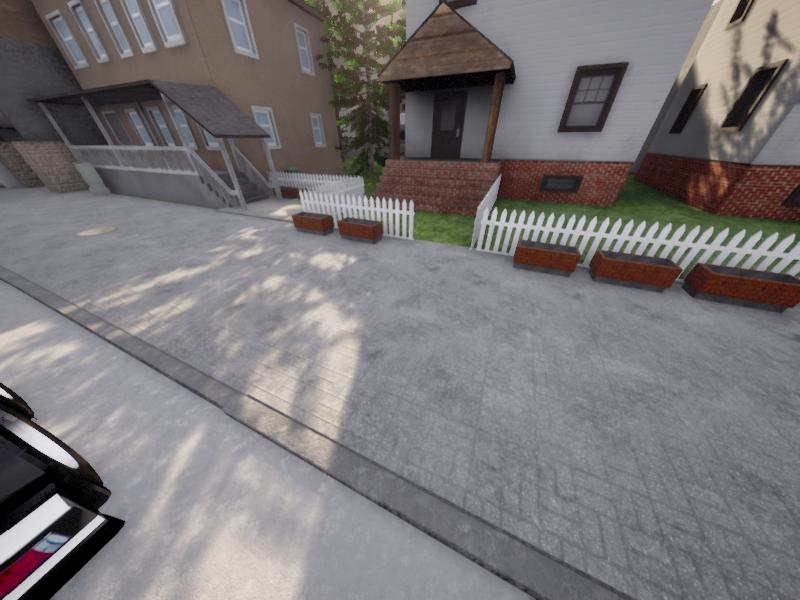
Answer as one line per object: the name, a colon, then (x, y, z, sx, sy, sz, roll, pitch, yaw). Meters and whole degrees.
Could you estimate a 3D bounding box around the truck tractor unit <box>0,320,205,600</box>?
truck tractor unit: (-5.209, -0.189, 0.626, 6.516, 4.208, 3.053, 14, 37, 19)
